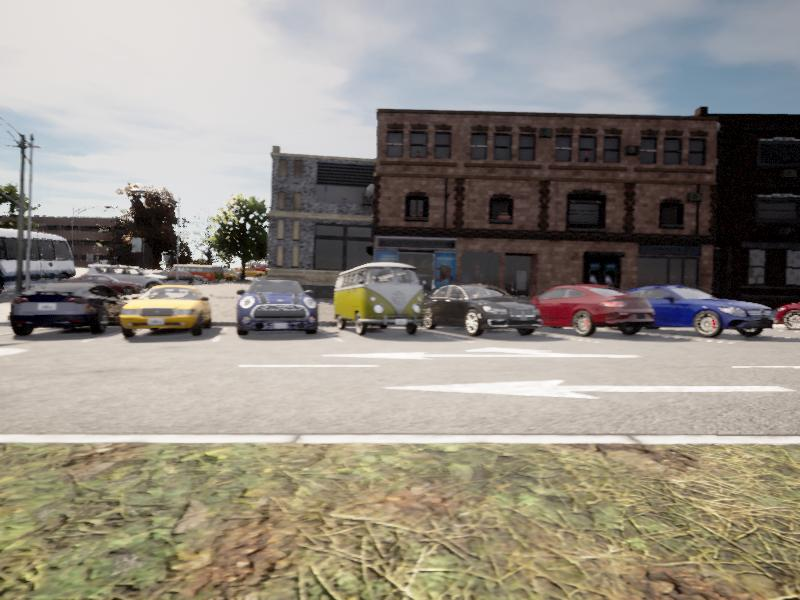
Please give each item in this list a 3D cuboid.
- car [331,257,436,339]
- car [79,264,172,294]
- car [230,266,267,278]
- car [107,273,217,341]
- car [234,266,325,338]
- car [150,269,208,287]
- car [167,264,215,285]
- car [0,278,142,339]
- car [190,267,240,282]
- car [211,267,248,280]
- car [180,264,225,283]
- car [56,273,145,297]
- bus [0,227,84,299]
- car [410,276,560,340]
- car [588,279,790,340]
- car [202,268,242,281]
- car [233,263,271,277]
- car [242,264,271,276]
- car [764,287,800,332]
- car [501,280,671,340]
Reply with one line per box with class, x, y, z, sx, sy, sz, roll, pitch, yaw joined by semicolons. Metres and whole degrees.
car;-0.733;-0.008;12.117;1.878;1.987;4.442;1;-1;-20
car;-20.966;-1.626;30.930;5.566;2.045;2.435;1;5;-26
car;-24.190;-4.493;63.950;5.366;1.575;1.946;1;5;-26
car;-6.751;0.204;12.018;1.946;1.575;5.366;1;-1;-21
car;-3.806;0.089;12.248;2.185;1.767;4.553;1;-1;-21
car;-21.904;-2.224;39.918;4.892;1.521;2.231;1;5;-26
car;-22.285;-2.733;42.837;4.442;1.987;1.878;1;6;-26
car;-9.795;0.240;12.332;2.163;1.488;4.792;0;-1;-21
car;-22.625;-3.076;48.989;5.366;1.575;1.946;1;5;-26
car;-23.406;-3.602;54.906;4.674;1.452;2.002;1;5;-26
car;-22.585;-3.017;45.837;4.442;1.987;1.878;1;6;-26
car;-20.700;-1.053;27.948;4.674;1.452;2.002;1;5;-26
bus;-25.696;-2.438;25.392;3.944;4.253;10.273;2;5;-6
car;2.245;0.225;12.217;2.231;1.521;4.892;1;-1;-20
car;8.287;0.274;12.133;2.002;1.452;4.674;1;-1;-19
car;-23.089;-3.318;51.908;4.674;1.452;2.002;1;6;-26
car;-24.701;-5.026;66.824;5.566;2.045;2.435;1;6;-27
car;-25.062;-5.189;69.852;4.553;1.767;2.185;1;5;-27
car;14.322;0.284;11.977;2.002;1.452;4.674;0;-1;-18
car;5.263;0.269;12.174;2.002;1.452;4.674;0;-1;-20
